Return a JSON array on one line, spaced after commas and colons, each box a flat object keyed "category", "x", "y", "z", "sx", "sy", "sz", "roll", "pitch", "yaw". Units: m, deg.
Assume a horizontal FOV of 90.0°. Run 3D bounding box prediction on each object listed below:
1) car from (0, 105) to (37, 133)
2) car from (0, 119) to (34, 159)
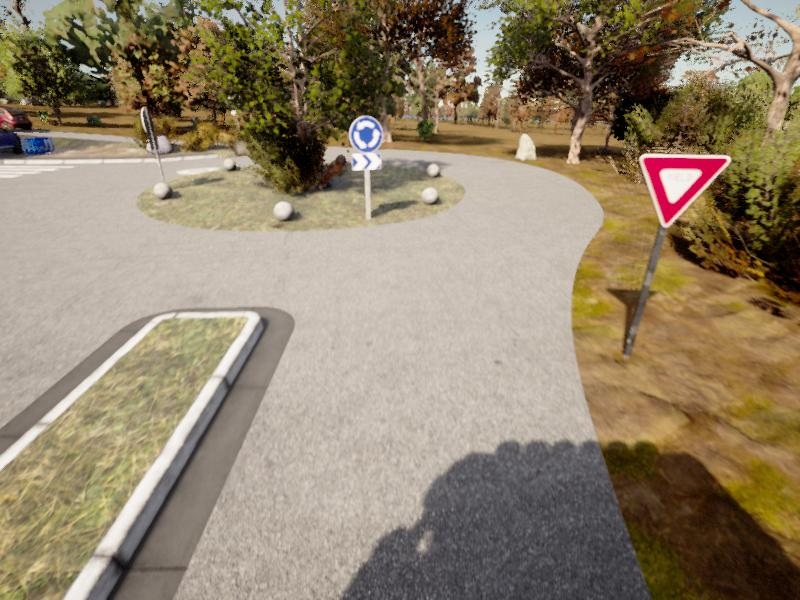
[{"category": "car", "x": -29.348, "y": -13.209, "z": 29.017, "sx": 3.988, "sy": 1.617, "sz": 1.851, "roll": 4, "pitch": 25, "yaw": -1}, {"category": "car", "x": -24.478, "y": -9.390, "z": 23.319, "sx": 2.435, "sy": 2.045, "sz": 5.566, "roll": -8, "pitch": 26, "yaw": -18}]
